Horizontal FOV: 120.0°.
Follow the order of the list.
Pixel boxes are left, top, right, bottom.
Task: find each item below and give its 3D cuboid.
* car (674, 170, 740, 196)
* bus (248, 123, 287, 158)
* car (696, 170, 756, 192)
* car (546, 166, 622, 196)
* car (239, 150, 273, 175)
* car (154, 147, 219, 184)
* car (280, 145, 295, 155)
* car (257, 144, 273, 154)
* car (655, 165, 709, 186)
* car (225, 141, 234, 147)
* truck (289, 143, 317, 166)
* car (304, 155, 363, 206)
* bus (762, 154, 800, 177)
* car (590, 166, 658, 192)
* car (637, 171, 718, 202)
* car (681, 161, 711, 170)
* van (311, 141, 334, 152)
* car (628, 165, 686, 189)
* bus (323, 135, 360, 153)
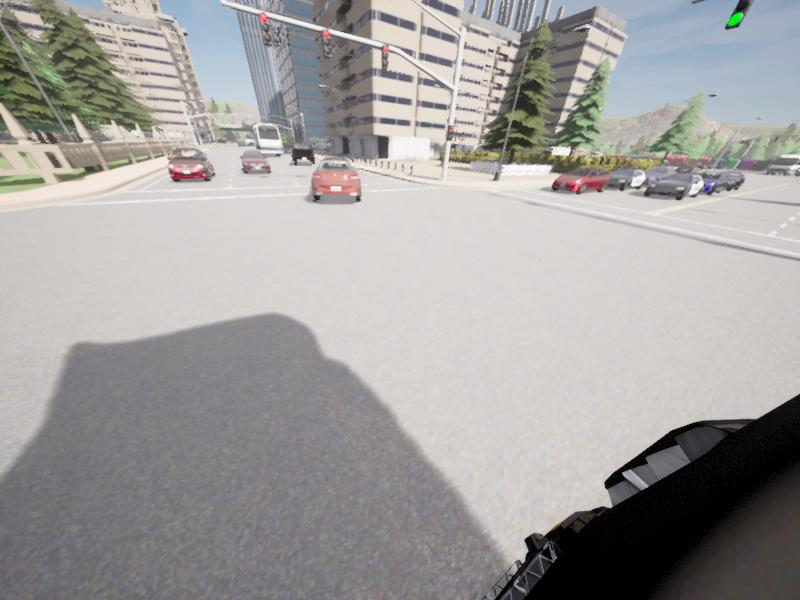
[{"bbox_3d":[25.107,-9.631,18.904,4.514,1.525,2.007,-16,38,-26],"label":"car"},{"bbox_3d":[-22.495,-26.859,38.997,3.944,4.253,10.273,-16,38,-26],"label":"bus"},{"bbox_3d":[30.619,-11.203,21.685,4.902,1.511,2.128,-16,38,-26],"label":"car"},{"bbox_3d":[12.809,-8.384,16.139,4.514,1.525,2.007,-15,37,-24],"label":"car"},{"bbox_3d":[-11.698,-11.184,18.675,1.812,1.442,4.674,-16,38,-26],"label":"car"},{"bbox_3d":[-12.618,-8.228,14.002,1.851,1.617,3.988,-14,37,-24],"label":"car"},{"bbox_3d":[-22.124,-29.286,45.198,1.816,1.474,4.193,-16,38,-26],"label":"car"},{"bbox_3d":[-27.558,-30.823,47.093,2.128,1.511,4.902,-16,38,-26],"label":"car"},{"bbox_3d":[30.344,-13.425,24.872,4.611,1.667,2.242,-16,38,-26],"label":"car"},{"bbox_3d":[-54.139,-49.469,73.275,1.801,1.575,5.366,-16,38,-26],"label":"car"},{"bbox_3d":[-11.462,-17.372,27.431,2.390,2.098,6.274,-9,35,-17],"label":"truck"},{"bbox_3d":[-3.101,-6.045,11.379,2.152,1.651,5.027,-4,34,-11],"label":"car"},{"bbox_3d":[94.544,-32.848,56.436,10.273,4.253,3.944,-15,38,-25],"label":"bus"},{"bbox_3d":[18.236,-9.900,18.811,4.974,1.542,2.038,-16,38,-26],"label":"car"},{"bbox_3d":[19.064,-7.903,15.860,4.974,1.542,2.038,-16,38,-26],"label":"car"},{"bbox_3d":[84.099,-38.258,65.722,1.932,1.855,4.605,-16,38,-26],"label":"car"},{"bbox_3d":[-24.389,-48.449,72.965,6.366,2.431,2.351,-16,38,-26],"label":"van"},{"bbox_3d":[24.258,-11.663,21.816,4.856,1.649,2.033,-16,38,-26],"label":"car"},{"bbox_3d":[-18.106,-48.664,72.090,10.273,4.253,3.944,-16,38,-26],"label":"bus"}]
